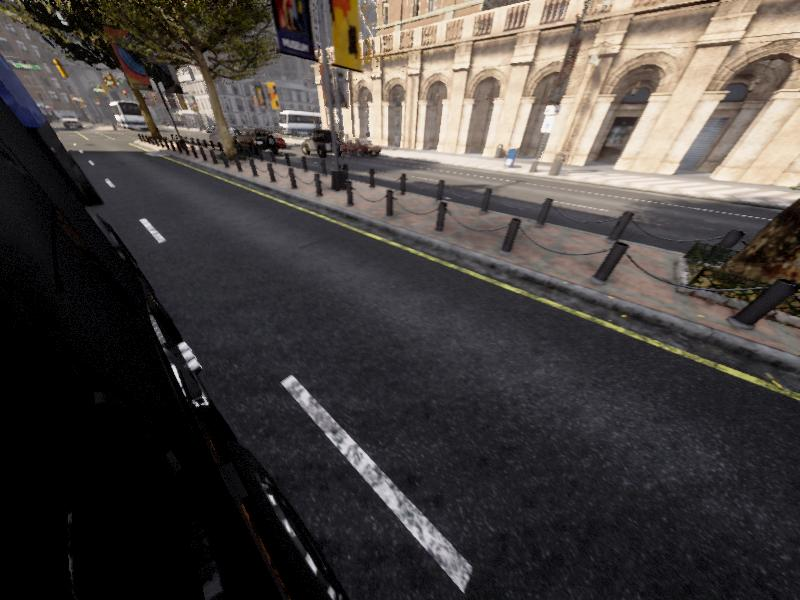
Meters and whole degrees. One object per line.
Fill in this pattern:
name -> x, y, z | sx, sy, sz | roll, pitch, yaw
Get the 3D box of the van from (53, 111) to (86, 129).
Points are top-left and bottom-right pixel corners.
van -> -59.609, -32.464, 41.632 | 6.366, 2.431, 2.351 | 28, 43, 30

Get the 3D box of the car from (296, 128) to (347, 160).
car -> -6.508, -13.048, 19.256 | 3.866, 1.878, 1.905 | 28, 43, 30

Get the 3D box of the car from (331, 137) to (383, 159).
car -> -3.958, -13.982, 21.166 | 4.718, 1.301, 1.895 | 28, 43, 30

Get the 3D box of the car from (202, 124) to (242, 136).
car -> -31.194, -29.780, 40.559 | 2.038, 1.542, 4.974 | 28, 43, 30

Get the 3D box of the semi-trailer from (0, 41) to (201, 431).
semi-trailer -> -8.703, -3.588, 4.243 | 14.254, 4.402, 2.717 | 28, 43, 30

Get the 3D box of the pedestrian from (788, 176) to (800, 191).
pedestrian -> 23.282, -7.094, 12.836 | 0.751, 1.860, 0.751 | 28, 44, 30

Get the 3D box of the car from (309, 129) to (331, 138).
car -> -17.265, -36.105, 50.007 | 1.816, 1.474, 4.193 | 28, 43, 30

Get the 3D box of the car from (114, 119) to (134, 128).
car -> -62.109, -39.662, 51.888 | 5.366, 1.575, 1.801 | 28, 43, 30

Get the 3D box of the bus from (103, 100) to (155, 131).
bus -> -52.704, -35.684, 44.871 | 10.273, 4.253, 3.944 | 28, 43, 30

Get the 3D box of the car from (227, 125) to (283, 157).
car -> -12.059, -13.262, 19.206 | 4.605, 1.855, 1.932 | 28, 43, 30

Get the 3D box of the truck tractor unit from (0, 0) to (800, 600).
truck tractor unit -> -2.645, -0.295, 0.351 | 6.516, 4.208, 3.053 | 28, 44, 30

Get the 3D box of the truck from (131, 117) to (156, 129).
truck -> -59.773, -41.357, 53.886 | 6.274, 2.098, 2.390 | 28, 43, 30

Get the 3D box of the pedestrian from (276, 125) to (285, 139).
pedestrian -> -20.166, -28.368, 39.031 | 0.751, 1.860, 0.751 | 25, 42, 27

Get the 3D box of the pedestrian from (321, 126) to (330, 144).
pedestrian -> -10.124, -22.375, 31.330 | 0.751, 1.860, 0.751 | -20, 42, -28

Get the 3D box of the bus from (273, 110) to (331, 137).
bus -> -20.772, -37.911, 49.888 | 3.944, 4.253, 10.273 | 28, 43, 30

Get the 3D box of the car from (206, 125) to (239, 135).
car -> -33.899, -32.557, 44.203 | 4.674, 1.442, 1.812 | -16, 41, -23

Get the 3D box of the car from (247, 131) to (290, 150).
car -> -13.721, -16.654, 24.102 | 4.181, 1.385, 1.994 | 28, 43, 30

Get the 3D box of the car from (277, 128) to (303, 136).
car -> -24.575, -37.522, 51.607 | 1.895, 1.301, 4.718 | 28, 43, 30

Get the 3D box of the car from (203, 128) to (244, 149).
car -> -17.434, -15.973, 22.815 | 3.633, 1.501, 1.845 | 28, 43, 30
